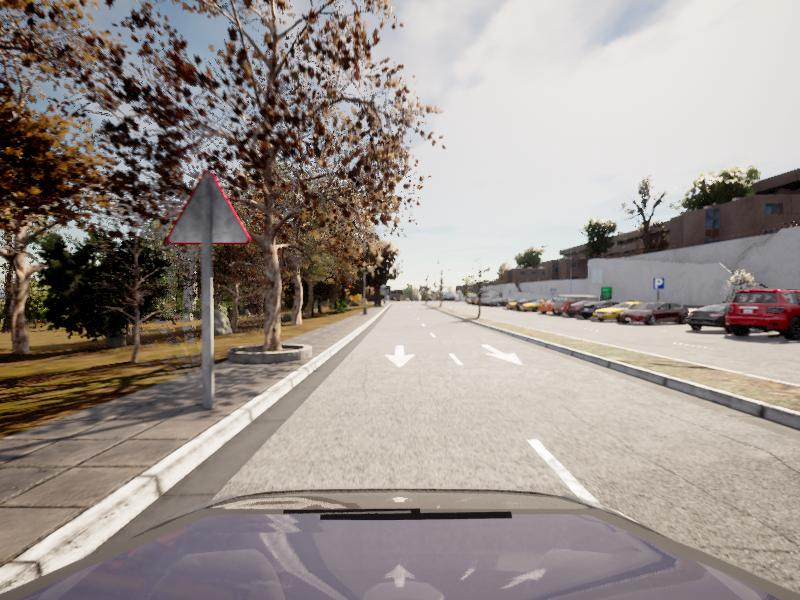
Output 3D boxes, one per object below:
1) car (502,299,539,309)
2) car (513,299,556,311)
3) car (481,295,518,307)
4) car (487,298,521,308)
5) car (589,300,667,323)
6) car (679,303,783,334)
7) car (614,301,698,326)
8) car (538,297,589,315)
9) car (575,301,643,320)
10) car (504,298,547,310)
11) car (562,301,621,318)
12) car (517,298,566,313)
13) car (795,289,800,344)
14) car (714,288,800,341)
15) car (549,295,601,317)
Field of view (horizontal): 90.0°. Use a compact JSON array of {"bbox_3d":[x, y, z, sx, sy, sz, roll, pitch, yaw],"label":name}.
[{"bbox_3d":[16.881,0.565,56.206,4.674,1.452,2.002,1,0,-20],"label":"car"},{"bbox_3d":[16.908,0.632,50.254,4.792,1.488,2.163,1,1,-20],"label":"car"},{"bbox_3d":[16.922,0.147,68.145,5.566,2.045,2.435,1,0,-20],"label":"car"},{"bbox_3d":[16.901,0.428,65.146,4.892,1.521,2.231,1,1,-20],"label":"car"},{"bbox_3d":[16.697,0.818,29.281,5.366,1.575,1.946,1,1,-20],"label":"car"},{"bbox_3d":[16.860,0.890,20.397,4.674,1.452,2.002,1,0,-20],"label":"car"},{"bbox_3d":[16.840,0.866,26.354,4.792,1.488,2.163,1,1,-20],"label":"car"},{"bbox_3d":[16.849,0.594,41.281,4.553,1.767,2.185,1,1,-20],"label":"car"},{"bbox_3d":[16.898,0.836,32.351,4.792,1.488,2.163,1,0,-20],"label":"car"},{"bbox_3d":[16.711,0.557,53.157,5.366,1.575,1.946,1,1,-20],"label":"car"},{"bbox_3d":[16.868,0.820,35.323,4.674,1.452,2.002,1,0,-20],"label":"car"},{"bbox_3d":[16.706,0.639,47.192,5.366,1.575,1.946,1,1,-20],"label":"car"},{"bbox_3d":[16.755,0.623,14.383,4.442,1.987,1.878,1,0,-20],"label":"car"},{"bbox_3d":[16.892,0.602,17.426,5.566,2.045,2.435,1,0,-20],"label":"car"},{"bbox_3d":[16.770,0.528,38.253,4.442,1.987,1.878,1,1,-20],"label":"car"}]
